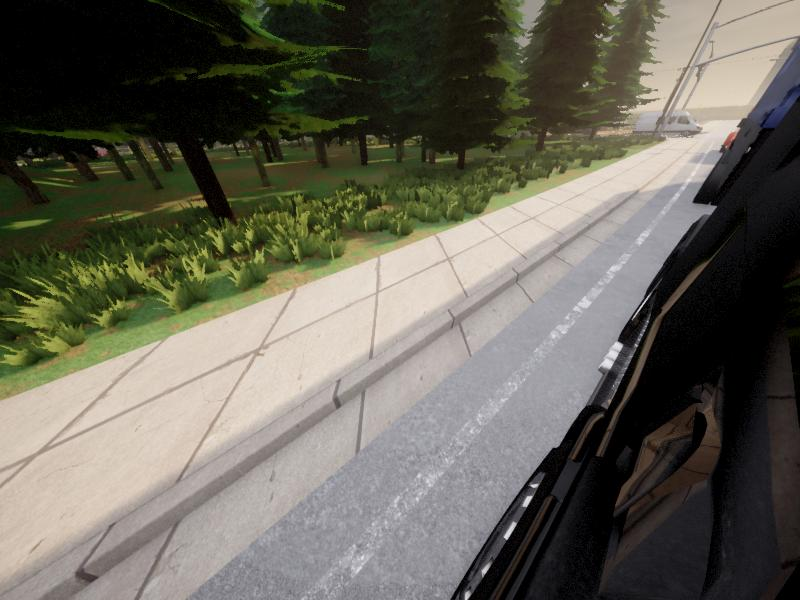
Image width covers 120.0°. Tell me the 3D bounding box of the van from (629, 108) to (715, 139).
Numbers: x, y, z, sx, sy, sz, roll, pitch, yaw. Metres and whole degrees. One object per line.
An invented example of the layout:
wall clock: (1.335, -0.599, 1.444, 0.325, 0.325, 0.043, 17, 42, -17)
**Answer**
van: (31.660, -20.672, 27.226, 1.988, 2.561, 5.915, -29, 44, -30)

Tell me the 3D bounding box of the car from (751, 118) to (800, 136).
car: (41.459, -18.698, 24.925, 4.181, 1.385, 1.994, -10, 37, -9)

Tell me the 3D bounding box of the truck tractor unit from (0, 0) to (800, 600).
truck tractor unit: (2.645, -0.295, 0.351, 6.516, 4.208, 3.053, -28, 44, -30)

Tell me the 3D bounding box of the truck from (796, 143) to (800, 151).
truck: (26.113, -9.775, 13.017, 5.204, 2.467, 2.627, -29, 44, -31)

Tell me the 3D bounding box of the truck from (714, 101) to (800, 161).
truck: (21.382, -9.908, 13.486, 5.204, 2.467, 2.627, -30, 44, -31)

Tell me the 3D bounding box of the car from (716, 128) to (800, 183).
car: (15.884, -6.348, 9.892, 4.902, 1.511, 2.128, -29, 44, -30)

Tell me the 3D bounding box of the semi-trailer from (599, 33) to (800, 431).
semi-trailer: (8.646, -3.641, 4.278, 14.254, 4.402, 2.717, -29, 44, -30)
